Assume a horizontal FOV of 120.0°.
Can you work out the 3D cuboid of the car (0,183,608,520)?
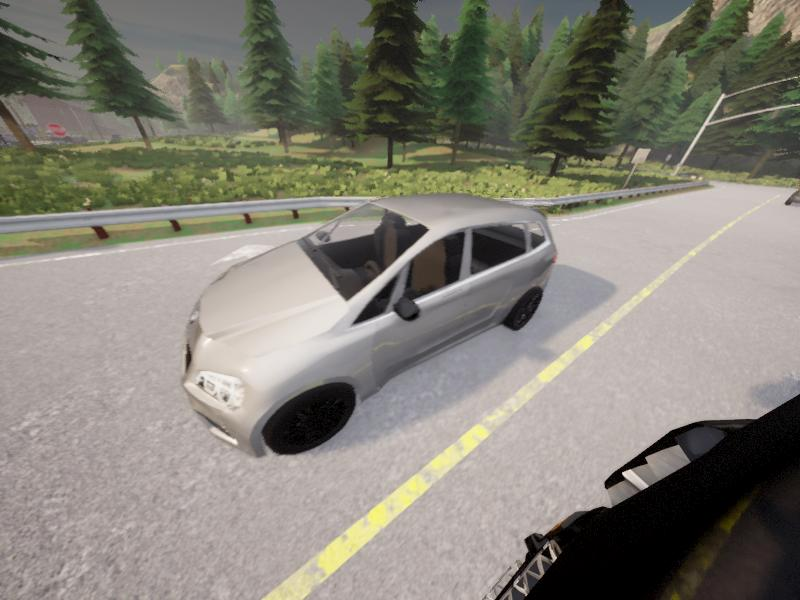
[{"bbox_3d":[0.021,-0.370,2.991,4.611,1.667,2.242,-18,39,-29],"label":"car"}]

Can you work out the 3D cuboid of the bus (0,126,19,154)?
[{"bbox_3d":[-40.204,-14.810,19.480,3.944,4.253,10.273,-18,39,-28],"label":"bus"}]

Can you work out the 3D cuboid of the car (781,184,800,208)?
[{"bbox_3d":[27.468,-6.938,14.921,4.611,1.667,2.242,-17,39,-27],"label":"car"}]
